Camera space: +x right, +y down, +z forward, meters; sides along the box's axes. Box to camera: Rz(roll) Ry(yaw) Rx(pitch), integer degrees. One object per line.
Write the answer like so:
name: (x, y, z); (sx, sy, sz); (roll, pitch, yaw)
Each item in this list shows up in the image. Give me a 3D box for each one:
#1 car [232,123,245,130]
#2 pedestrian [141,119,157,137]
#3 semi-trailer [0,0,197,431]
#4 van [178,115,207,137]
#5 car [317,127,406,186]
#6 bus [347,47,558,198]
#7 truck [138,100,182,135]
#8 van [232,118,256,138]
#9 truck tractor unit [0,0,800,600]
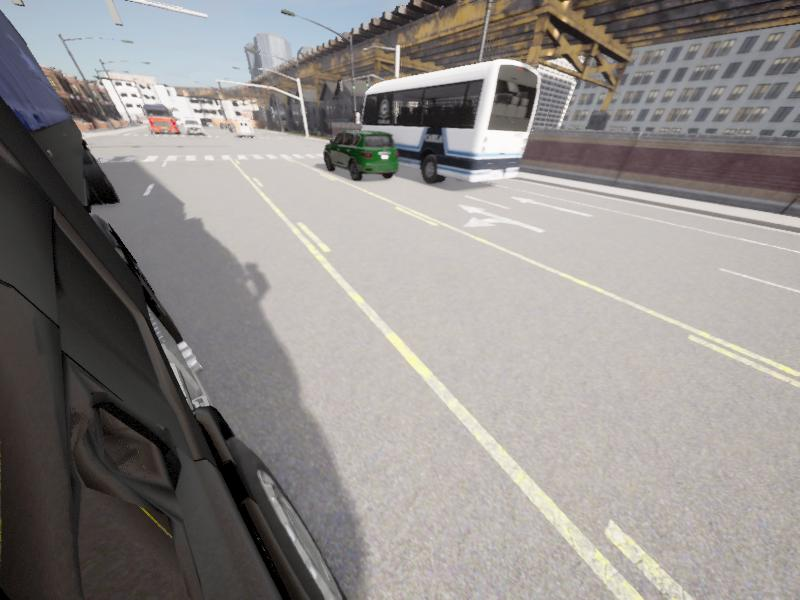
car: (-46.975, -50.437, 67.191); (1.812, 1.442, 4.674); (-27, 46, -33)
pedestrian: (-32.741, -22.510, 30.177); (0.751, 1.860, 0.751); (-24, 44, -31)
semi-trailer: (-8.496, -3.738, 4.413); (14.254, 4.402, 2.717); (30, 44, 32)
van: (-31.995, -26.935, 35.746); (2.351, 2.431, 6.366); (-21, 43, -29)
car: (-2.230, -7.810, 12.323); (2.150, 2.045, 5.566); (-21, 43, -29)
bus: (1.358, -9.079, 12.418); (3.944, 4.253, 10.273); (-21, 43, -29)
truck: (-36.869, -28.154, 35.888); (2.891, 3.827, 8.468); (-21, 43, -29)
van: (-25.988, -28.643, 38.445); (2.351, 2.431, 6.366); (-18, 41, -25)
truck tractor unit: (-2.645, -0.295, 0.352); (6.516, 4.208, 3.053); (28, 44, 30)
